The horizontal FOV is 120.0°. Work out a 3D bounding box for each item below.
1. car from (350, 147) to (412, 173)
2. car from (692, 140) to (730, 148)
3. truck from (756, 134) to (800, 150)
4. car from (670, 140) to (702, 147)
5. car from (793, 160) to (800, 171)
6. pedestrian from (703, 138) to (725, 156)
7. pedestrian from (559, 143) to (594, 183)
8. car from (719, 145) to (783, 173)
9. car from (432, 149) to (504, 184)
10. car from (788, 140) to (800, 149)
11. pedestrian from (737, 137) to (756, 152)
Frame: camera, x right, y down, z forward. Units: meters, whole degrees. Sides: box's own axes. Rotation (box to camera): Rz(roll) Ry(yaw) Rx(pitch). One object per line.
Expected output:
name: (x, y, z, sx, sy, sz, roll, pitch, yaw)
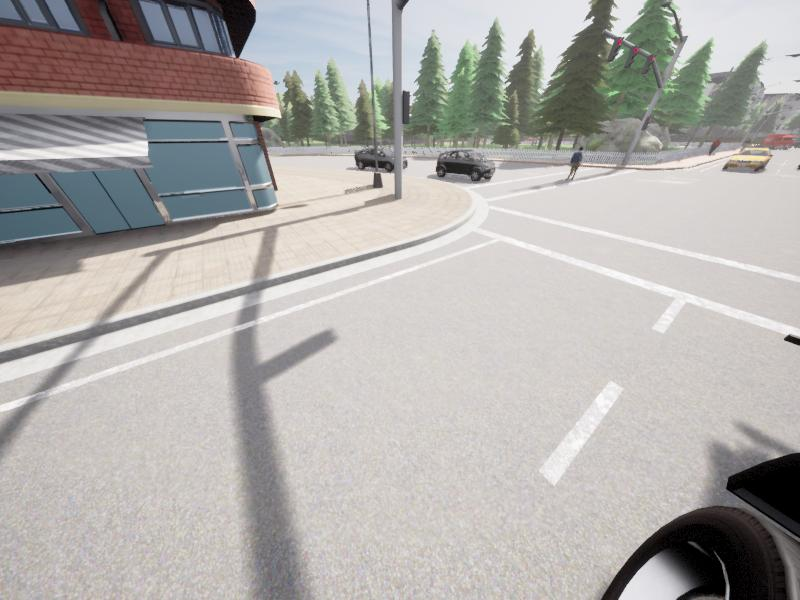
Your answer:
car: (-1.548, -11.238, 18.460, 4.514, 1.525, 2.007, 21, 40, 27)
car: (71.497, -35.961, 53.171, 1.837, 1.490, 4.892, -21, 40, -27)
truck: (73.356, -30.593, 44.695, 2.627, 2.467, 5.204, 20, 40, 26)
car: (71.759, -39.301, 58.082, 1.895, 1.301, 4.718, -21, 40, -27)
car: (33.613, -11.118, 18.182, 4.792, 1.488, 2.163, -22, 41, -28)
pedestrian: (39.471, -19.247, 29.047, 0.751, 1.860, 0.751, -22, 41, -28)
pedestrian: (9.896, -7.694, 13.027, 0.751, 1.860, 0.751, -20, 40, -26)
car: (27.847, -11.243, 18.314, 5.366, 1.575, 1.801, -21, 40, -27)
car: (4.096, -8.458, 14.450, 1.789, 1.549, 3.705, -30, 45, -35)
car: (85.121, -32.089, 47.632, 4.902, 1.511, 2.128, 6, 36, 9)
pedestrian: (54.845, -24.622, 36.572, 0.751, 1.860, 0.751, -22, 40, -27)
